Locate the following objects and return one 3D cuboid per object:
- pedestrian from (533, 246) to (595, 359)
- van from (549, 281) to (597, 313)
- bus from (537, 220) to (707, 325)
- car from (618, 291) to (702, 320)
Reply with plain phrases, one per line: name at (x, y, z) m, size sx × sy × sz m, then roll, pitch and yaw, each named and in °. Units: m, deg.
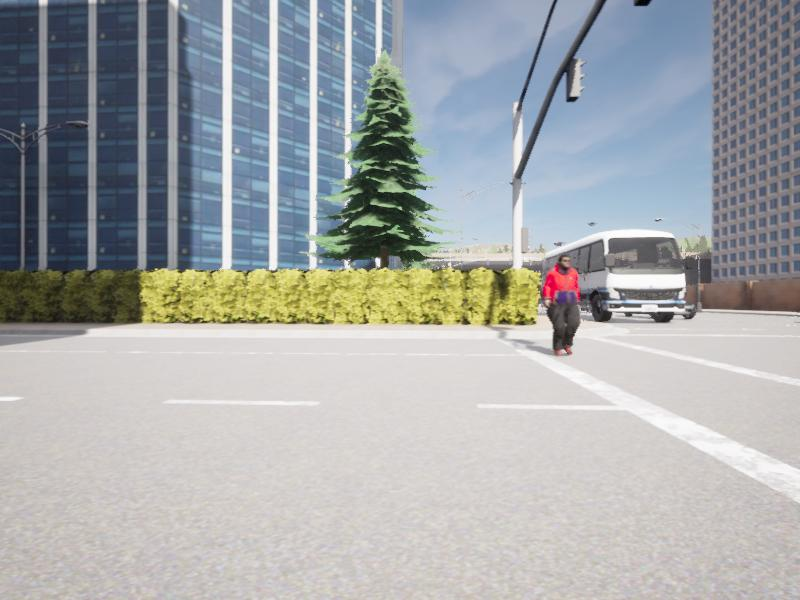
pedestrian at (2.828, 0.041, 6.974) m, size 0.751 × 1.860 × 0.751 m, roll 0°, pitch 0°, yaw -4°
van at (14.964, -0.255, 35.069) m, size 1.988 × 2.561 × 5.915 m, roll 0°, pitch 0°, yaw 3°
bus at (10.772, -1.119, 21.433) m, size 3.944 × 4.253 × 10.273 m, roll 0°, pitch 0°, yaw 3°
car at (14.209, 0.289, 22.245) m, size 1.812 × 1.442 × 4.674 m, roll 0°, pitch 0°, yaw 3°
